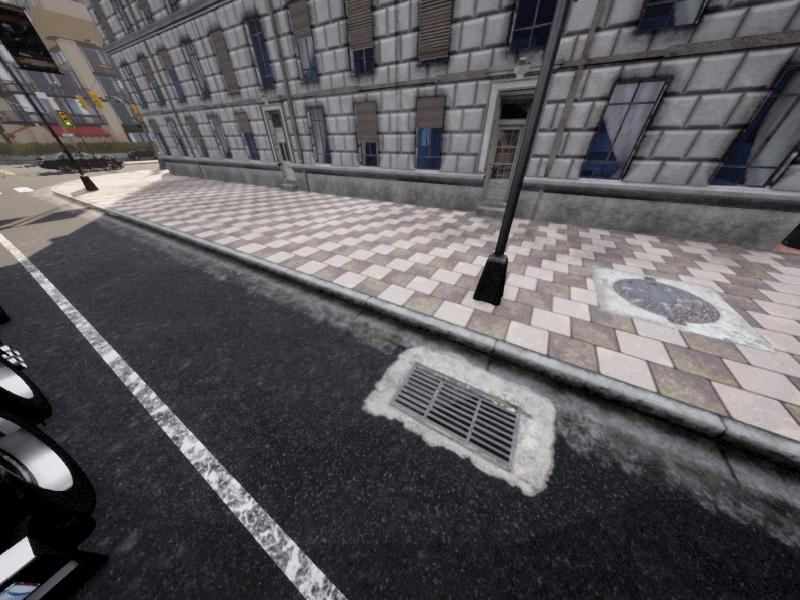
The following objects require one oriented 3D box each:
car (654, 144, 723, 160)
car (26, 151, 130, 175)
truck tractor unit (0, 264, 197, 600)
[{"bbox_3d":[36.973,-19.159,29.791,1.930,1.638,5.238,-26,42,-32],"label":"car"},{"bbox_3d":[-27.979,-12.166,20.345,2.128,1.511,4.902,18,39,24],"label":"car"},{"bbox_3d":[-5.111,-0.300,0.778,6.516,4.208,3.053,18,39,24],"label":"truck tractor unit"}]
